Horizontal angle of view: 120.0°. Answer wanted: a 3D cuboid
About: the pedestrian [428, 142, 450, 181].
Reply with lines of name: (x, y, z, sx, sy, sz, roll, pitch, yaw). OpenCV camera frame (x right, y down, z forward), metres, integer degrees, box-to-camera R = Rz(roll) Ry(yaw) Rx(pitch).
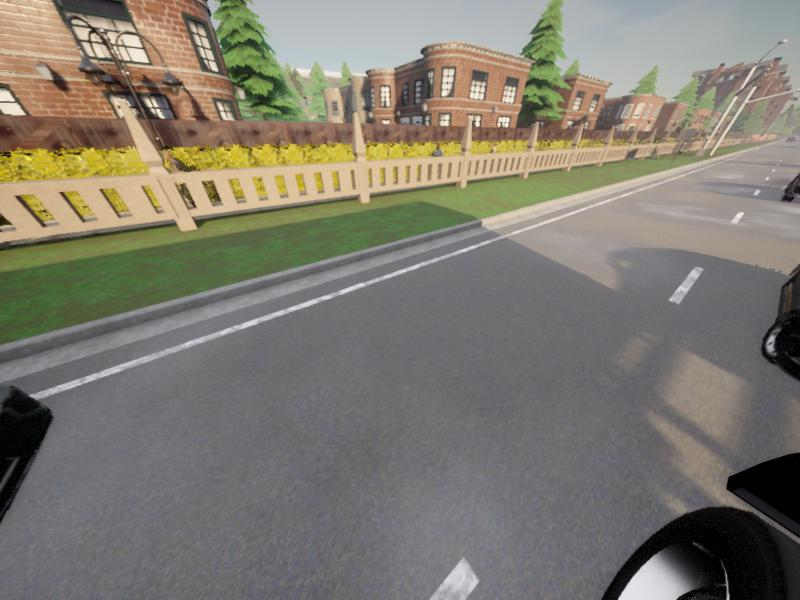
pedestrian: (2.237, -8.075, 13.455, 0.751, 1.860, 0.751, -22, 40, -27)

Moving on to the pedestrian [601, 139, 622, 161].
pedestrian: (21.193, -15.043, 23.192, 0.751, 1.860, 0.751, -23, 41, -29)

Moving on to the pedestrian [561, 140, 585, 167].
pedestrian: (14.453, -12.292, 19.342, 0.751, 1.860, 0.751, -22, 41, -28)

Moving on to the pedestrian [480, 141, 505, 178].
pedestrian: (5.692, -8.715, 14.335, 0.751, 1.860, 0.751, -22, 41, -28)

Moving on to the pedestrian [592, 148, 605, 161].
pedestrian: (20.415, -14.964, 23.748, 0.500, 1.100, 0.500, -15, 38, -20)

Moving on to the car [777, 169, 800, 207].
car: (17.890, -4.895, 9.309, 5.027, 1.651, 2.152, -22, 41, -28)

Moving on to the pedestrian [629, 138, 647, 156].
pedestrian: (29.534, -18.970, 28.702, 0.751, 1.860, 0.751, -22, 40, -28)

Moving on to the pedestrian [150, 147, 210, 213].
pedestrian: (-7.282, -4.024, 7.771, 0.751, 1.860, 0.751, -22, 41, -28)

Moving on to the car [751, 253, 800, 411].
car: (6.137, 0.168, 2.456, 4.181, 1.385, 1.994, -22, 39, -28)

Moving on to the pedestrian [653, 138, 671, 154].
pedestrian: (36.052, -21.178, 31.782, 0.751, 1.860, 0.751, -23, 41, -28)
